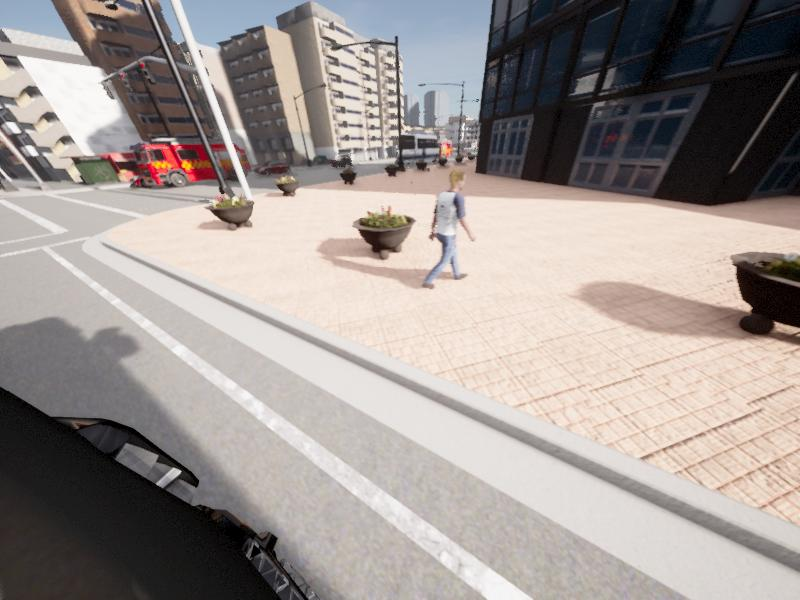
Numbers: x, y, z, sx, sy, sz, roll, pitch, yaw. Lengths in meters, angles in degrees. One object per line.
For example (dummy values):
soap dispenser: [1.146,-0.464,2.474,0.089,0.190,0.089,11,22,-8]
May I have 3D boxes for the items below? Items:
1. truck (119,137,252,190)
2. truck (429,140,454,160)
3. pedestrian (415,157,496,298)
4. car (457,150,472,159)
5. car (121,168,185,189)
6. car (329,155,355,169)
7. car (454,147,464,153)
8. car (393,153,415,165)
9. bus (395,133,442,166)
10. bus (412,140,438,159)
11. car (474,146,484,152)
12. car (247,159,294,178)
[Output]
truck: [-20.463,-13.772,23.116,2.891,3.827,8.468,15,37,25]
truck: [10.004,-36.172,55.730,2.891,3.827,8.468,16,37,26]
pedestrian: [0.738,-1.076,3.538,0.751,1.860,0.751,-14,35,-16]
car: [16.904,-38.112,60.449,2.152,1.651,5.027,15,38,26]
car: [-24.763,-12.320,23.337,1.970,1.475,3.806,16,37,26]
car: [-9.784,-23.587,39.357,1.905,1.878,3.866,15,36,25]
car: [21.828,-55.335,85.092,2.242,1.667,4.611,15,39,26]
car: [0.879,-26.197,42.923,2.033,1.649,4.856,15,37,26]
bus: [3.524,-26.245,40.397,3.944,4.253,10.273,15,37,26]
bus: [7.786,-45.733,69.990,3.944,4.253,10.273,15,38,26]
car: [28.297,-54.079,82.603,2.038,1.542,4.974,15,39,26]
car: [-16.390,-16.901,29.526,2.097,1.767,4.553,15,37,26]
